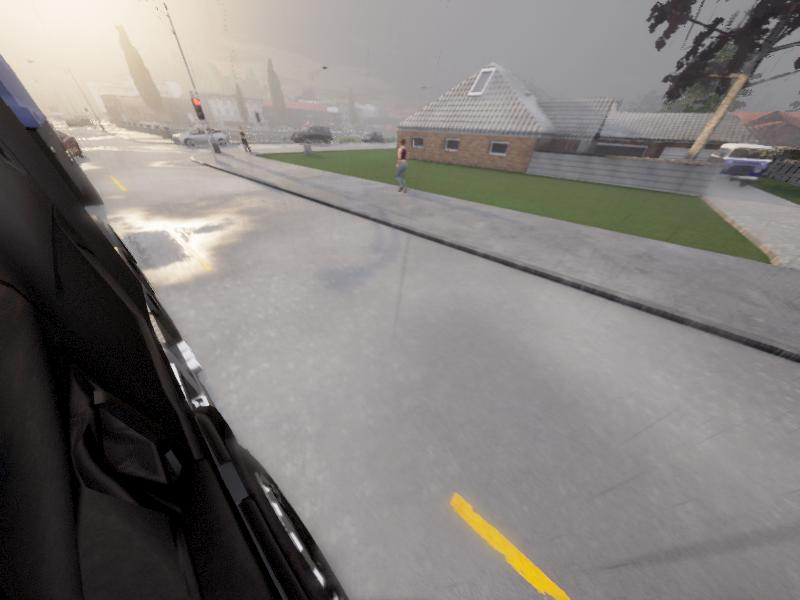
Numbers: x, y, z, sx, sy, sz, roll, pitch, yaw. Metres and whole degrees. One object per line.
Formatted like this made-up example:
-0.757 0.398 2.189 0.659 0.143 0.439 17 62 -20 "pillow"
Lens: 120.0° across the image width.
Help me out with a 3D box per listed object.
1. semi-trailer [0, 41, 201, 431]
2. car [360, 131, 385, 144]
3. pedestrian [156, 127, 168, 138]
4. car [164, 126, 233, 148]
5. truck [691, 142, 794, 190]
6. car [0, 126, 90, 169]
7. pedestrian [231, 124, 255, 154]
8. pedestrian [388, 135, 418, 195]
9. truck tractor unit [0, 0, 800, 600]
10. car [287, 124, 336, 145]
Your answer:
-8.704 -3.588 4.242 14.254 4.402 2.717 28 43 30 "semi-trailer"
-4.435 -26.735 38.057 1.851 1.617 3.988 28 43 30 "car"
-29.041 -20.400 28.172 0.500 1.100 0.500 28 43 30 "pedestrian"
-19.667 -16.103 22.844 2.007 1.525 4.514 25 42 27 "car"
20.403 -8.330 14.134 2.069 2.038 4.478 28 43 30 "truck"
-18.993 -8.221 12.258 1.882 1.535 5.008 -24 44 -30 "car"
-11.986 -12.319 17.734 0.751 1.860 0.751 -1 37 -5 "pedestrian"
0.070 -5.147 8.827 0.751 1.860 0.751 -26 45 -33 "pedestrian"
-2.645 -0.295 0.351 6.516 4.208 3.053 28 44 30 "truck tractor unit"
-11.651 -21.988 30.845 2.150 2.045 5.566 28 43 30 "car"
